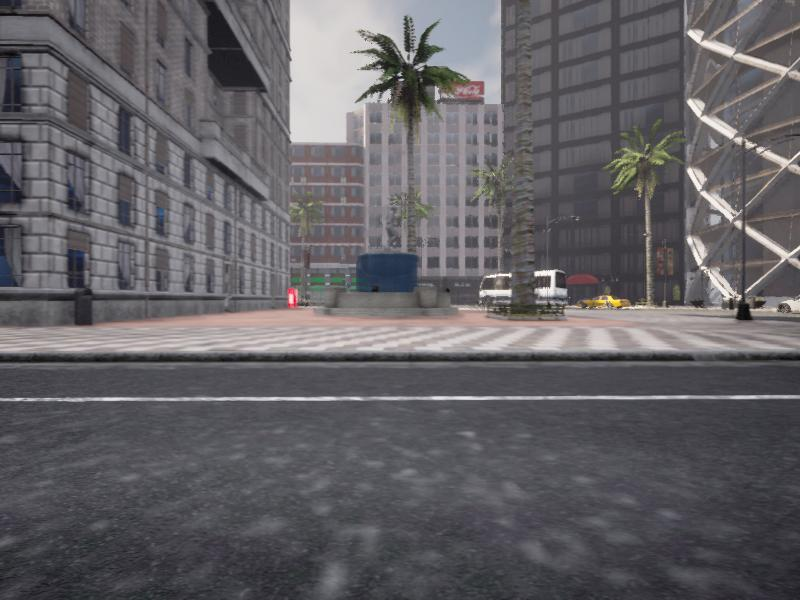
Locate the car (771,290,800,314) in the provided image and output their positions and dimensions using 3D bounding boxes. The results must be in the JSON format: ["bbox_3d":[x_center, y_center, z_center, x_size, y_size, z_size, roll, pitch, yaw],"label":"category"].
[{"bbox_3d":[28.658,0.163,27.205,2.242,1.667,4.611,0,0,-9],"label":"car"}]

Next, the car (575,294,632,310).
[{"bbox_3d":[21.971,0.206,43.504,1.801,1.575,5.366,0,0,-33],"label":"car"}]

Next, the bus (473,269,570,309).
[{"bbox_3d":[14.080,-1.132,47.316,3.944,4.253,10.273,1,-1,-44],"label":"bus"}]
